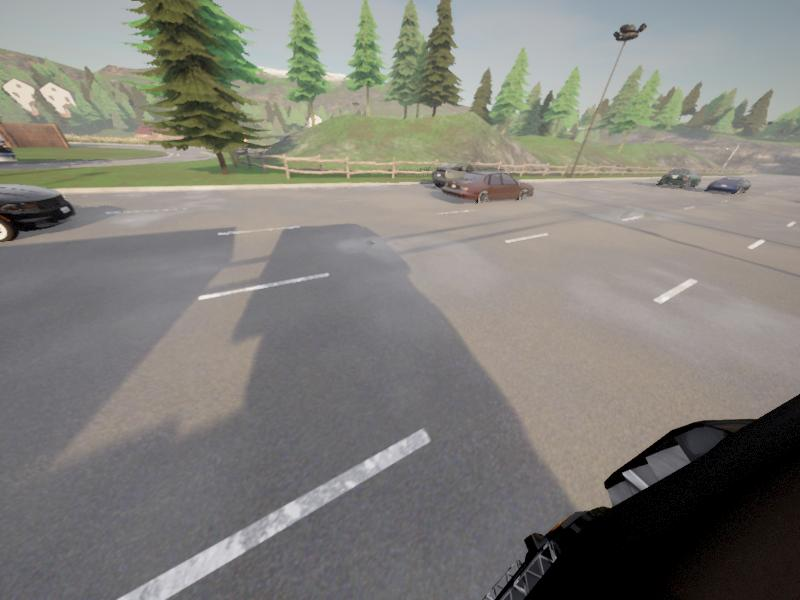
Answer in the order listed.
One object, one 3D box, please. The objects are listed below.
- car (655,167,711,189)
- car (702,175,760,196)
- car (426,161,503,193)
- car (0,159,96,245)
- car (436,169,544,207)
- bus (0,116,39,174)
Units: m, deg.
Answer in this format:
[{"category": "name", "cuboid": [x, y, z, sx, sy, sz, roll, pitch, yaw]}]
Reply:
[{"category": "car", "cuboid": [29.151, -12.648, 23.848, 4.553, 1.767, 2.097, -15, 37, -25]}, {"category": "car", "cuboid": [30.418, -10.606, 21.252, 4.181, 1.385, 1.994, -15, 37, -25]}, {"category": "car", "cuboid": [4.248, -8.149, 15.264, 4.514, 1.525, 2.007, -15, 37, -25]}, {"category": "car", "cuboid": [-10.762, -1.978, 4.706, 5.008, 1.535, 1.882, -14, 37, -25]}, {"category": "car", "cuboid": [4.786, -6.034, 12.231, 5.357, 1.411, 2.033, -15, 37, -25]}, {"category": "bus", "cuboid": [-25.824, -7.651, 9.585, 3.944, 4.253, 10.273, 17, 36, 18]}]
